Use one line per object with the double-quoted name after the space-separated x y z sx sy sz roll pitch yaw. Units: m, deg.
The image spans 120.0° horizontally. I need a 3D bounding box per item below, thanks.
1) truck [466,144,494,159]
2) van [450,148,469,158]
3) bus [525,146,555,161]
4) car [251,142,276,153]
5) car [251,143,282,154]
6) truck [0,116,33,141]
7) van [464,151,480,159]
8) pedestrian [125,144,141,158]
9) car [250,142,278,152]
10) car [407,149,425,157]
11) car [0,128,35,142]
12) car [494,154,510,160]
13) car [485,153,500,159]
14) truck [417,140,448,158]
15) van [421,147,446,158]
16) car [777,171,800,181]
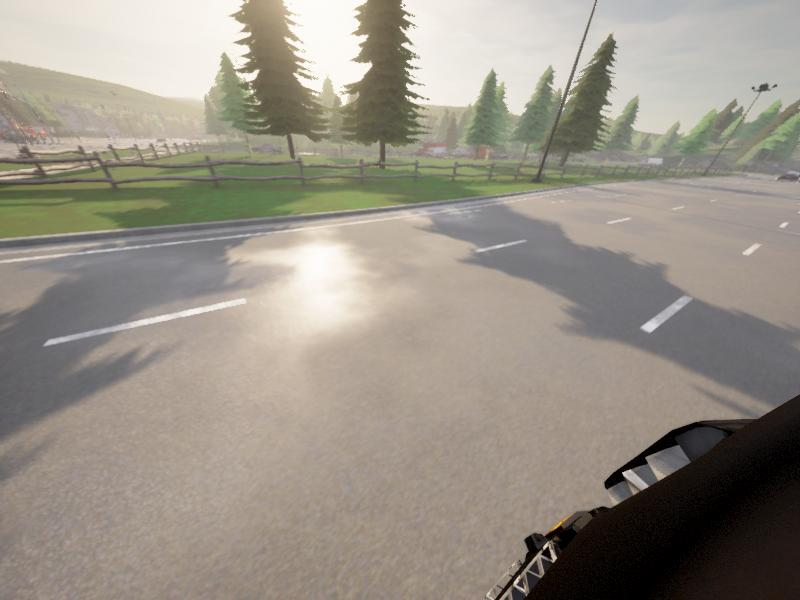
25.518 -47.420 73.866 8.468 3.827 2.891 -16 38 -26 "truck"
20.113 -49.844 78.234 5.915 2.561 1.988 -16 38 -26 "van"
52.841 -55.234 87.341 10.273 4.253 3.944 -16 38 -26 "bus"
-28.140 -31.349 47.560 3.988 1.617 1.851 -16 38 -26 "car"
-26.059 -29.710 45.235 4.856 1.649 2.033 -16 38 -26 "car"
-77.140 -33.121 44.463 2.891 3.827 8.468 -16 38 -26 "truck"
21.449 -43.279 68.985 4.442 1.987 1.775 -16 38 -26 "van"
-25.549 -14.228 22.110 0.500 1.100 0.500 -13 37 -23 "pedestrian"
-29.523 -33.193 50.219 5.027 1.651 2.152 -16 38 -26 "car"
4.657 -42.917 67.335 4.553 1.767 2.097 -16 38 -26 "car"
-71.791 -30.849 43.225 1.905 1.878 3.866 -16 38 -26 "car"
33.138 -46.382 74.993 4.892 1.490 1.837 -16 38 -26 "car"
32.757 -50.752 81.516 5.008 1.535 1.882 -16 38 -26 "car"
9.220 -42.816 65.683 8.468 3.827 2.891 -16 38 -26 "truck"
9.145 -39.988 62.680 6.366 2.431 2.351 -16 38 -26 "van"
73.538 -23.363 43.467 4.674 1.442 1.812 -16 38 -26 "car"
